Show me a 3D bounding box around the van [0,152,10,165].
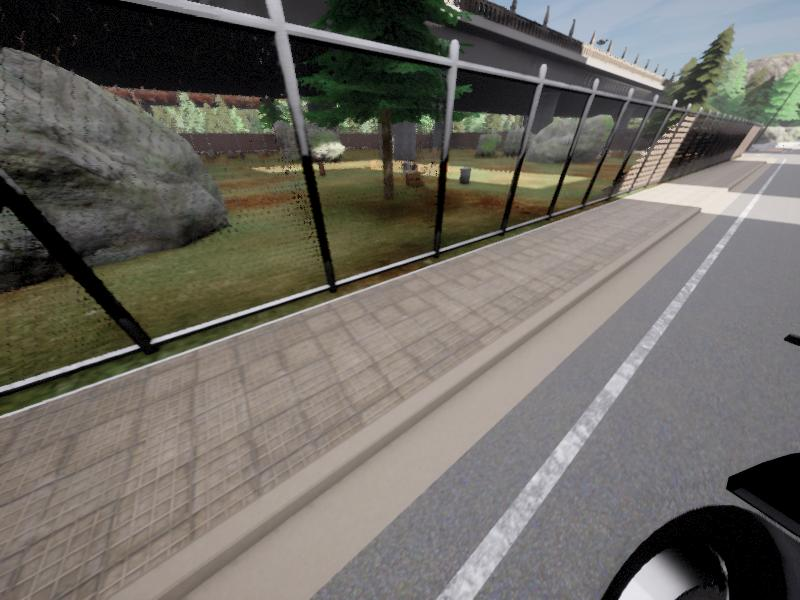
[{"bbox_3d":[-46.358,-15.864,25.318,1.775,1.987,4.442,-22,41,-28],"label":"van"}]

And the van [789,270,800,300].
[{"bbox_3d":[6.583,0.030,2.050,4.480,2.038,2.069,-26,42,-33],"label":"van"}]
